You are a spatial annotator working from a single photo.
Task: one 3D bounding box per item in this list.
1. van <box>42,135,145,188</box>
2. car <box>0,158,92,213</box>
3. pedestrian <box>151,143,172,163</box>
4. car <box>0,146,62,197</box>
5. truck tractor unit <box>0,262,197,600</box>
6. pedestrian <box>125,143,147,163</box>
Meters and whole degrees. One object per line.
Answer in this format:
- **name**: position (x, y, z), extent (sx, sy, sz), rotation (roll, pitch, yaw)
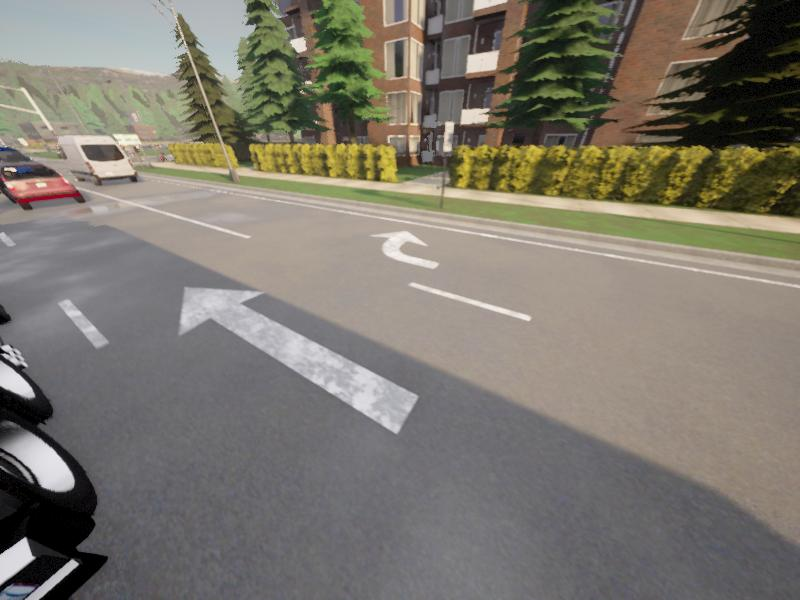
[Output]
- **van**: position (-19.860, -9.090, 14.997), extent (5.915, 2.561, 1.988), rotation (18, 39, 24)
- **car**: position (-15.918, -5.083, 10.024), extent (3.988, 1.617, 1.851), rotation (18, 39, 25)
- **pedestrian**: position (-27.019, -16.667, 26.225), extent (0.751, 1.860, 0.751), rotation (19, 39, 25)
- **car**: position (-22.075, -7.297, 12.871), extent (5.566, 2.045, 2.150), rotation (18, 39, 24)
- **truck tractor unit**: position (-5.111, -0.301, 0.782), extent (6.516, 4.208, 3.053), rotation (18, 39, 24)
- **pedestrian**: position (-30.103, -16.739, 26.353), extent (0.751, 1.860, 0.751), rotation (22, 41, 29)
